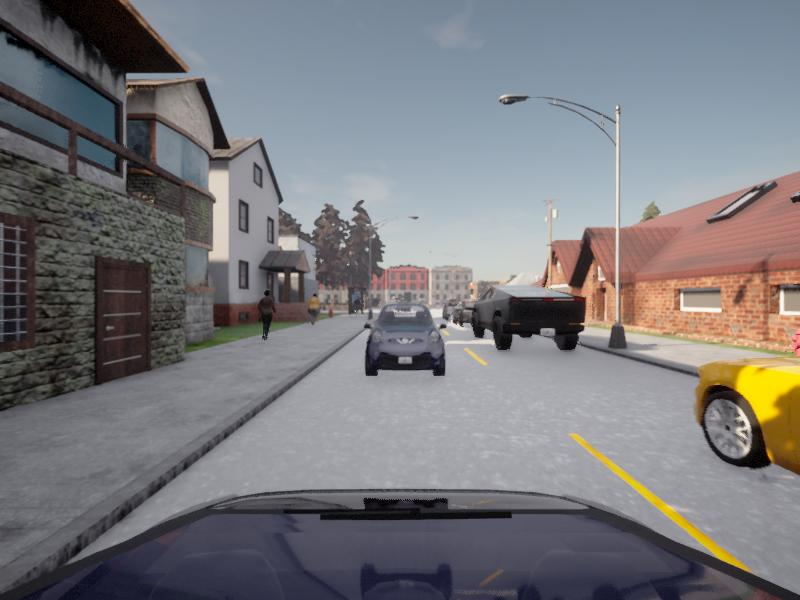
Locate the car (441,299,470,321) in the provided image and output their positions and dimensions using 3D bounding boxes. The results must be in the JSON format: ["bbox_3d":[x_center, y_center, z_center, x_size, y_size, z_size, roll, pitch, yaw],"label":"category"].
[{"bbox_3d":[4.316,0.757,31.516,1.851,1.617,3.988,0,0,1],"label":"car"}]

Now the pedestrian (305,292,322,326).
[{"bbox_3d":[-4.795,0.511,22.248,0.751,1.860,0.751,0,0,6],"label":"pedestrian"}]

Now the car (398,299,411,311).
[{"bbox_3d":[0.666,0.733,57.370,1.851,1.617,3.988,0,0,1],"label":"car"}]

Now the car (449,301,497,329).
[{"bbox_3d":[4.285,0.812,24.383,2.128,1.511,4.902,0,0,1],"label":"car"}]

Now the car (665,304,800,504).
[{"bbox_3d":[4.036,0.820,2.209,1.882,1.535,5.008,0,0,1],"label":"car"}]

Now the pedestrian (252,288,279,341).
[{"bbox_3d":[-4.847,0.519,14.490,0.751,1.860,0.751,0,0,-4],"label":"pedestrian"}]

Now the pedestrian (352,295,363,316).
[{"bbox_3d":[-3.810,0.490,35.979,0.751,1.860,0.751,0,0,15],"label":"pedestrian"}]

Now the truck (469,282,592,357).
[{"bbox_3d":[4.174,0.529,14.279,2.390,2.098,6.274,0,0,1],"label":"truck"}]

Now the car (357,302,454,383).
[{"bbox_3d":[0.120,0.815,9.461,1.845,1.501,3.633,0,0,1],"label":"car"}]

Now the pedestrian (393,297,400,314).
[{"bbox_3d":[-0.383,0.596,42.825,0.751,1.860,0.751,0,0,4],"label":"pedestrian"}]

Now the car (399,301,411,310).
[{"bbox_3d":[0.827,1.008,70.352,2.007,1.525,4.514,0,0,1],"label":"car"}]
